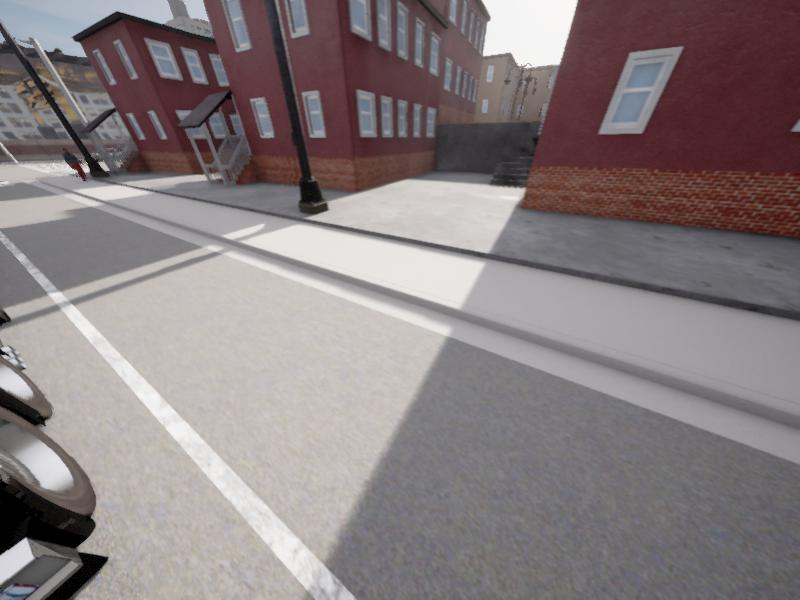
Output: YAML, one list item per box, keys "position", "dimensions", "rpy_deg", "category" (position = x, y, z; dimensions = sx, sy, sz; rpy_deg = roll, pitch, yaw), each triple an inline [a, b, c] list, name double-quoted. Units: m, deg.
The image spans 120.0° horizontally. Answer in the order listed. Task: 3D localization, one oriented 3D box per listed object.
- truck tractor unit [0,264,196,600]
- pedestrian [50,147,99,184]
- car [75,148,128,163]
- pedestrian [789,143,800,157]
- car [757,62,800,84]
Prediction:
- position: [-5.111, -0.299, 0.786]
  dimensions: [6.516, 4.208, 3.053]
  rpy_deg: [18, 39, 24]
  category: "truck tractor unit"
- position: [-19.357, -8.023, 13.779]
  dimensions: [0.751, 1.860, 0.751]
  rpy_deg: [13, 37, 19]
  category: "pedestrian"
- position: [-39.776, -19.362, 30.912]
  dimensions: [1.970, 1.475, 3.806]
  rpy_deg: [18, 39, 25]
  category: "car"
- position: [19.111, -7.475, 10.305]
  dimensions: [0.751, 1.860, 0.751]
  rpy_deg: [17, 38, 23]
  category: "pedestrian"
- position: [44.653, -26.146, 26.599]
  dimensions: [2.128, 1.511, 4.902]
  rpy_deg: [18, 43, 25]
  category: "car"
